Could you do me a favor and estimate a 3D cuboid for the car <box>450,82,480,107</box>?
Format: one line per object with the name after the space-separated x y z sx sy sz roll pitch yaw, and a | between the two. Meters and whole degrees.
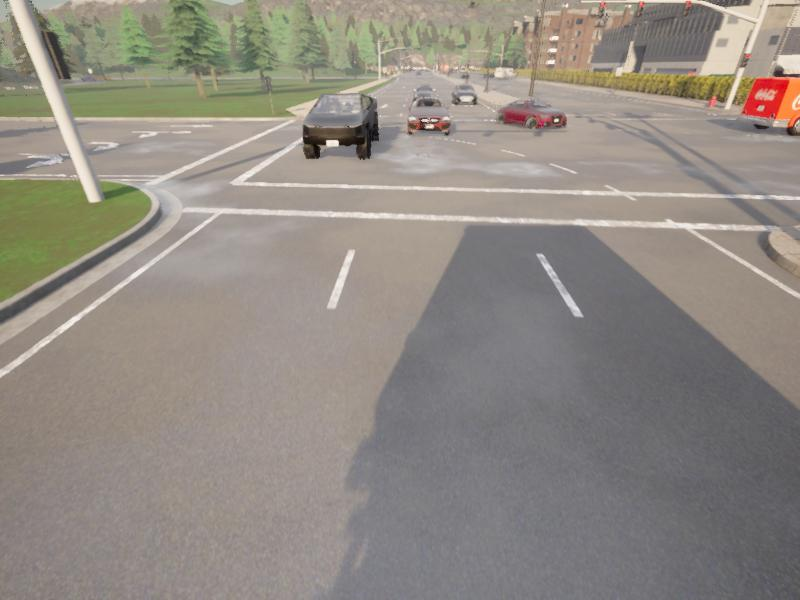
5.685 -18.240 35.453 2.033 1.649 4.856 1 31 2 | car

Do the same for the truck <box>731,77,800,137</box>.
20.447 -9.602 19.776 5.204 2.467 2.627 0 30 1 | truck

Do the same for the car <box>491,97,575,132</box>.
7.345 -10.534 22.552 1.994 1.385 4.181 -15 33 -23 | car

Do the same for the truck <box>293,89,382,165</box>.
-2.221 -7.318 16.412 2.390 2.098 6.274 1 30 2 | truck

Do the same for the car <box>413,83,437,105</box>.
2.250 -19.032 36.928 2.038 1.542 4.974 1 30 2 | car

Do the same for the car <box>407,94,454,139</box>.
1.498 -9.765 21.031 2.152 1.651 5.027 1 30 2 | car
